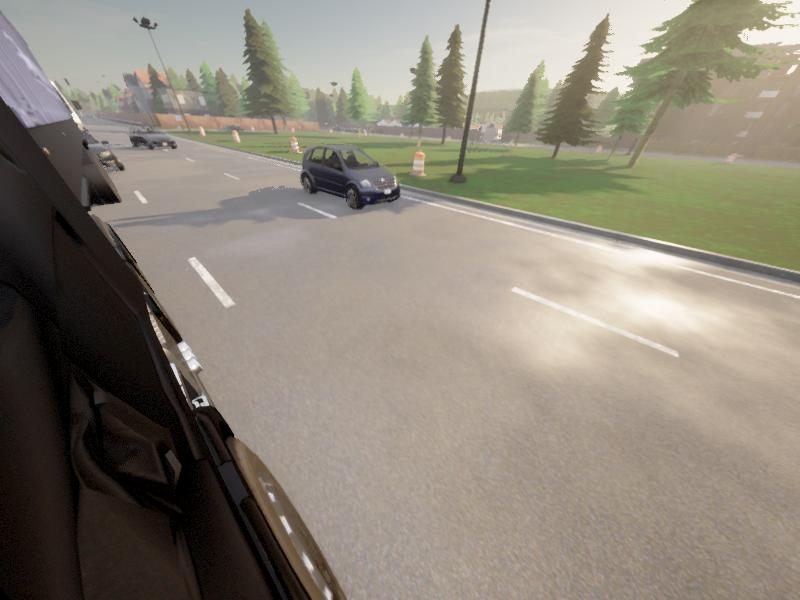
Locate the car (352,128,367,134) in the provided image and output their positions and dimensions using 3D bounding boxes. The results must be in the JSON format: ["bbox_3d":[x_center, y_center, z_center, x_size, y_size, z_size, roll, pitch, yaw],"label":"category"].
[{"bbox_3d":[-13.932,-58.205,79.474,4.902,1.511,2.128,30,45,31],"label":"car"}]

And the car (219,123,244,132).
[{"bbox_3d":[-37.700,-38.599,51.723,1.970,1.475,3.806,24,42,26],"label":"car"}]

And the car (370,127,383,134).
[{"bbox_3d":[-8.352,-60.842,82.989,4.605,1.855,1.932,30,45,31],"label":"car"}]

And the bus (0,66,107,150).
[{"bbox_3d":[-27.797,-14.782,18.148,10.273,4.253,3.944,30,44,31],"label":"bus"}]

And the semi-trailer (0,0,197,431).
[{"bbox_3d":[-8.489,-3.736,4.428,14.254,4.402,2.717,31,45,32],"label":"semi-trailer"}]

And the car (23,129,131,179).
[{"bbox_3d":[-14.919,-6.951,10.767,4.902,1.511,2.128,27,45,31],"label":"car"}]

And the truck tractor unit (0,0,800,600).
[{"bbox_3d":[-2.645,-0.295,0.351,6.516,4.208,3.053,28,44,30],"label":"truck tractor unit"}]

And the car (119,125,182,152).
[{"bbox_3d":[-20.222,-13.121,18.717,4.193,1.474,1.816,20,40,22],"label":"car"}]

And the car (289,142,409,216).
[{"bbox_3d":[-1.853,-4.446,8.143,3.988,1.617,1.851,30,44,31],"label":"car"}]
